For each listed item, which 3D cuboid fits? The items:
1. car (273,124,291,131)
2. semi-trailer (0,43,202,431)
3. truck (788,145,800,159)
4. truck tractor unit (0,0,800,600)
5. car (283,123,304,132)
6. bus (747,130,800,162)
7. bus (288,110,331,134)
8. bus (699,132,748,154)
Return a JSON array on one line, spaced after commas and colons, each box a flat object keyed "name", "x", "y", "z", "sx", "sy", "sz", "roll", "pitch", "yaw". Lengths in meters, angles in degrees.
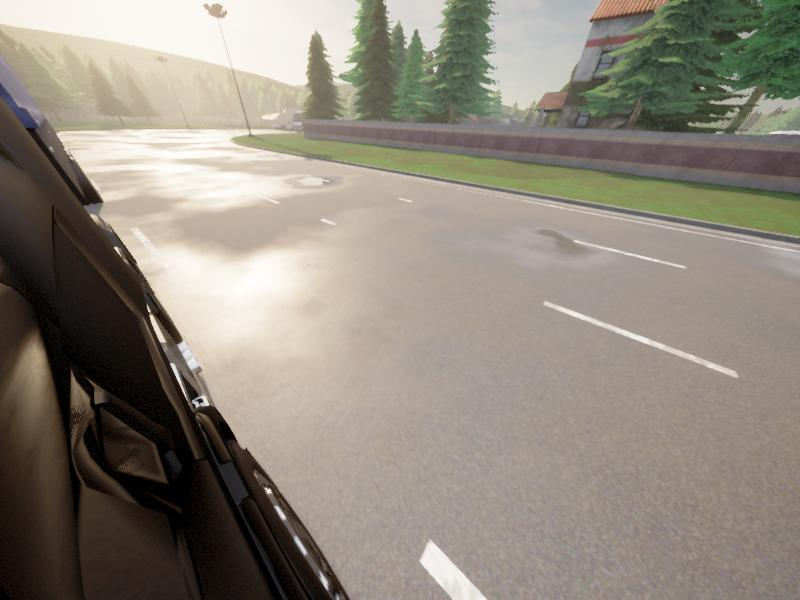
[{"name": "car", "x": -31.315, "y": -45.850, "z": 61.409, "sx": 1.816, "sy": 1.474, "sz": 4.193, "roll": 16, "pitch": 39, "yaw": 16}, {"name": "semi-trailer", "x": -8.690, "y": -3.619, "z": 4.224, "sx": 14.254, "sy": 4.402, "sz": 2.717, "roll": 28, "pitch": 44, "yaw": 30}, {"name": "truck", "x": 91.572, "y": -33.146, "z": 51.719, "sx": 2.627, "sy": 2.467, "sz": 5.204, "roll": 27, "pitch": 43, "yaw": 28}, {"name": "truck tractor unit", "x": -2.645, "y": -0.295, "z": 0.352, "sx": 6.516, "sy": 4.208, "sz": 3.053, "roll": 28, "pitch": 44, "yaw": 30}, {"name": "car", "x": -27.843, "y": -45.325, "z": 60.802, "sx": 2.033, "sy": 1.649, "sz": 4.856, "roll": 16, "pitch": 39, "yaw": 16}, {"name": "bus", "x": 69.561, "y": -28.310, "z": 42.360, "sx": 10.273, "sy": 4.253, "sz": 3.944, "roll": -29, "pitch": 48, "yaw": -36}, {"name": "bus", "x": -21.794, "y": -43.751, "z": 56.925, "sx": 3.944, "sy": 4.253, "sz": 10.273, "roll": 14, "pitch": 38, "yaw": 14}, {"name": "bus", "x": 81.606, "y": -39.999, "z": 58.708, "sx": 3.944, "sy": 4.253, "sz": 10.273, "roll": 27, "pitch": 43, "yaw": 28}]
